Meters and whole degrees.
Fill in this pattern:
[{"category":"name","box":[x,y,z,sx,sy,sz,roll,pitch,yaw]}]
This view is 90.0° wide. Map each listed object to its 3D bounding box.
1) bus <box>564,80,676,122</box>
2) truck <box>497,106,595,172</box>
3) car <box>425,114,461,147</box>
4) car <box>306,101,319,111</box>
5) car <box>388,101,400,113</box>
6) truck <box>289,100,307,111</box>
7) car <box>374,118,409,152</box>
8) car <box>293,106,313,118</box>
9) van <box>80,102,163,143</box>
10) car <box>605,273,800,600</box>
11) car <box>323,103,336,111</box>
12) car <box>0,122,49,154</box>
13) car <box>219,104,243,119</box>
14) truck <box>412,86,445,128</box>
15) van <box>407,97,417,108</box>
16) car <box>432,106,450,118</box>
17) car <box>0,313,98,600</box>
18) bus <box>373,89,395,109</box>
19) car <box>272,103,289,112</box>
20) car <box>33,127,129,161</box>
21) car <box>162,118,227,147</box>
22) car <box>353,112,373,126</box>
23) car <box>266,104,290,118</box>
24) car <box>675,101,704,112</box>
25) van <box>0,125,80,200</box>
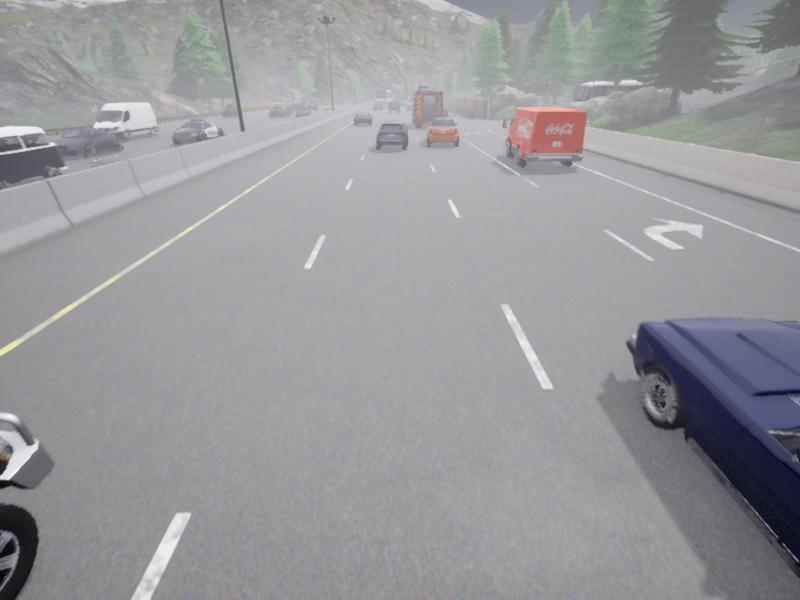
[{"category":"bus","box":[25.520,-23.434,47.092,10.273,4.253,3.944,0,27,0]},{"category":"truck","box":[6.727,-7.944,19.390,2.627,2.467,5.204,0,27,0]},{"category":"car","box":[2.864,-11.699,27.475,2.097,1.767,4.553,1,27,2]},{"category":"car","box":[-18.712,-41.386,85.415,1.905,1.878,3.866,0,27,-1]},{"category":"car","box":[-1.068,-36.455,75.503,2.150,2.045,5.566,0,27,-1]},{"category":"truck","box":[-22.237,-42.518,87.389,2.390,2.098,6.274,0,27,-1]},{"category":"car","box":[-0.478,-10.748,25.825,2.033,1.649,4.856,0,27,1]},{"category":"car","box":[-14.863,-28.929,61.557,2.007,1.525,4.514,0,27,-1]},{"category":"van","box":[-21.434,-13.977,31.259,1.988,2.561,5.915,0,27,-1]},{"category":"car","box":[3.493,1.375,2.525,1.895,1.301,4.718,0,27,-1]},{"category":"car","box":[-15.230,-41.921,86.794,1.801,1.575,5.366,0,27,-1]},{"category":"car","box":[-24.828,-9.949,24.550,2.128,1.511,4.902,0,27,-1]},{"category":"car","box":[-25.348,-28.435,60.204,1.905,1.878,3.866,0,27,-1]},{"category":"truck","box":[2.890,-21.127,43.633,2.891,3.827,8.468,0,27,0]},{"category":"van","box":[3.207,-51.736,104.676,1.988,2.561,5.915,3,27,7]},{"category":"car","box":[6.059,-27.921,59.428,2.163,1.488,4.792,0,27,0]},{"category":"car","box":[-3.482,1.911,0.889,1.932,1.855,4.605,-1,27,-1]},{"category":"bus","box":[-4.064,-52.084,103.561,3.944,4.253,10.273,3,27,7]},{"category":"car","box":[-25.720,-41.549,86.244,2.128,1.511,4.902,0,27,-1]},{"category":"car","box":[-17.800,-8.908,22.630,1.994,1.385,4.181,0,27,-1]},{"category":"car","box":[-14.382,-11.951,28.381,2.038,1.542,4.974,0,26,0]},{"category":"car","box":[-4.127,-20.532,45.290,1.895,1.301,4.718,0,27,-1]},{"category":"car","box":[-18.348,-28.472,60.321,2.097,1.767,4.553,0,27,-1]},{"category":"car","box":[53.640,-35.891,74.255,2.097,1.767,4.553,1,27,2]},{"category":"van","box":[-14.177,-4.866,13.991,2.069,2.038,4.480,0,27,-1]}]
